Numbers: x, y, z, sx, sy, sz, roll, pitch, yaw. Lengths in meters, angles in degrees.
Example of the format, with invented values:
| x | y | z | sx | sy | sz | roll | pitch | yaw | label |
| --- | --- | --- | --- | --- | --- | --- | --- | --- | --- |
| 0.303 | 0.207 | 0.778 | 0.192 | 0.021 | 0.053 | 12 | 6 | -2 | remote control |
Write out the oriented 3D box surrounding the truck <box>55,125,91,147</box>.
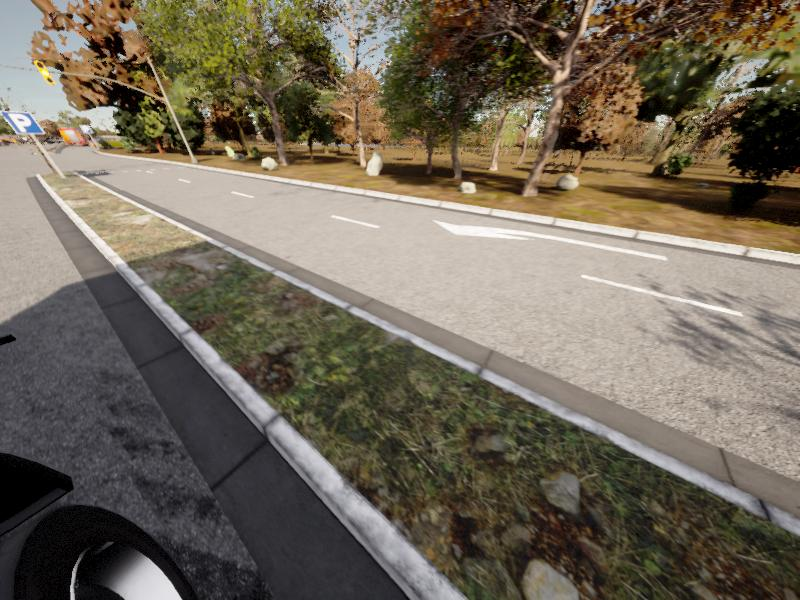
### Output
| x | y | z | sx | sy | sz | roll | pitch | yaw | label |
| --- | --- | --- | --- | --- | --- | --- | --- | --- | --- |
| -75.678 | -38.012 | 53.644 | 8.468 | 3.827 | 2.891 | 30 | 45 | 35 | truck |

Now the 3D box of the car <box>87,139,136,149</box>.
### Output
| x | y | z | sx | sy | sz | roll | pitch | yaw | label |
| --- | --- | --- | --- | --- | --- | --- | --- | --- | --- |
| -54.775 | -29.767 | 44.081 | 1.946 | 1.575 | 5.366 | 13 | 37 | 18 | car |

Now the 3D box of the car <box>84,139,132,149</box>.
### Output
| x | y | z | sx | sy | sz | roll | pitch | yaw | label |
| --- | --- | --- | --- | --- | --- | --- | --- | --- | --- |
| -57.120 | -30.714 | 45.398 | 1.946 | 1.575 | 5.366 | 14 | 37 | 17 | car |

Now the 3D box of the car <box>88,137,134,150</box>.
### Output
| x | y | z | sx | sy | sz | roll | pitch | yaw | label |
| --- | --- | --- | --- | --- | --- | --- | --- | --- | --- |
| -52.631 | -28.618 | 42.252 | 2.185 | 1.767 | 4.553 | 13 | 37 | 17 | car |

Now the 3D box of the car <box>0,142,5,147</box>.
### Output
| x | y | z | sx | sy | sz | roll | pitch | yaw | label |
| --- | --- | --- | --- | --- | --- | --- | --- | --- | --- |
| -85.653 | -31.872 | 46.943 | 2.097 | 1.535 | 5.008 | 15 | 39 | 19 | car |

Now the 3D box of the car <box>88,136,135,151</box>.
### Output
| x | y | z | sx | sy | sz | roll | pitch | yaw | label |
| --- | --- | --- | --- | --- | --- | --- | --- | --- | --- |
| -50.419 | -27.529 | 40.549 | 1.878 | 1.987 | 4.442 | 13 | 37 | 17 | car |
